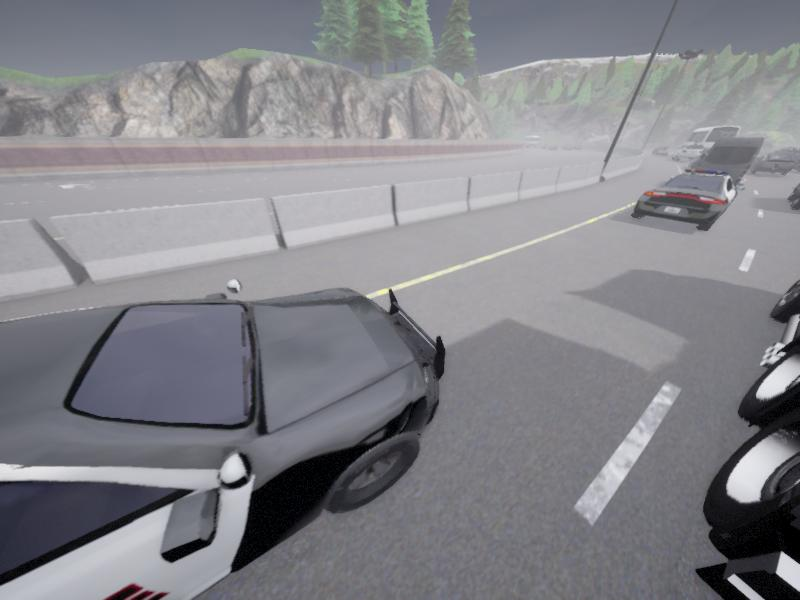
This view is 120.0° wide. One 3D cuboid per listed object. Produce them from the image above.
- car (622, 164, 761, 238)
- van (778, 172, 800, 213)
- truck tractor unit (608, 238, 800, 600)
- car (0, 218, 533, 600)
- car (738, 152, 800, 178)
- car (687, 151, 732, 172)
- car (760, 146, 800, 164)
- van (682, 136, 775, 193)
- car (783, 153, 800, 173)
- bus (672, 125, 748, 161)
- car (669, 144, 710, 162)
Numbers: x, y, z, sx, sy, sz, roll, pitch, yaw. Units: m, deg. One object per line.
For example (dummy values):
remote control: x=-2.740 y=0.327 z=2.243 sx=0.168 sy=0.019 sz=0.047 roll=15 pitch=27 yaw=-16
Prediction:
car: x=10.442 y=-3.780 z=8.247 sx=4.974 sy=1.542 sz=2.038 roll=-23 pitch=41 yaw=-29
van: x=17.941 y=-4.742 z=9.245 sx=4.480 sy=2.038 sz=2.069 roll=-24 pitch=42 yaw=-31
truck tractor unit: x=5.065 y=-0.343 z=0.852 sx=6.516 sy=4.208 sz=3.053 roll=-20 pitch=39 yaw=-26
car: x=-1.901 y=0.852 z=1.443 sx=4.974 sy=1.542 sz=2.038 roll=-18 pitch=39 yaw=-25
car: x=31.798 y=-11.687 z=19.865 sx=2.128 sy=1.511 sz=4.902 roll=29 pitch=44 yaw=35
car: x=30.932 y=-14.050 z=23.258 sx=2.007 sy=1.525 sz=4.514 roll=29 pitch=44 yaw=35
car: x=53.004 y=-20.071 z=31.831 sx=1.932 sy=1.855 sz=4.605 roll=23 pitch=41 yaw=28
van: x=19.991 y=-8.490 z=14.243 sx=5.915 sy=2.561 sz=1.988 roll=-26 pitch=42 yaw=-32
car: x=38.129 y=-12.593 z=21.255 sx=1.816 sy=1.474 sz=4.193 roll=28 pitch=43 yaw=33
bus: x=50.180 y=-25.851 z=38.078 sx=3.944 sy=4.253 sz=10.273 roll=21 pitch=40 yaw=27
car: x=41.235 y=-21.126 z=33.105 sx=2.150 sy=2.045 sz=5.566 roll=23 pitch=40 yaw=29
